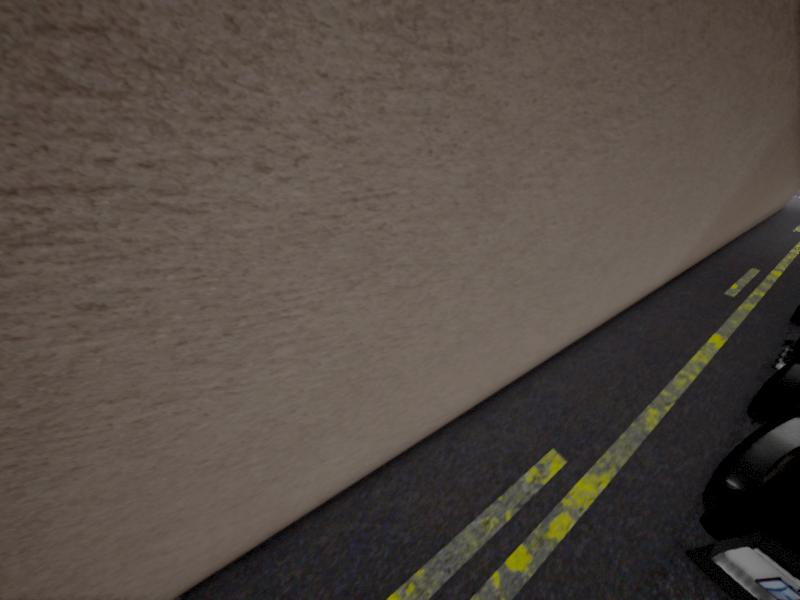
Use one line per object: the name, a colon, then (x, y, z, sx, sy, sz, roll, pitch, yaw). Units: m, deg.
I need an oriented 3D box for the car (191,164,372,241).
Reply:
car: (-3.431, -3.362, 7.471, 4.514, 1.525, 2.007, -18, 39, -24)

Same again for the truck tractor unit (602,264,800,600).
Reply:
truck tractor unit: (5.112, -0.299, 0.784, 6.516, 4.208, 3.053, -18, 39, -24)
